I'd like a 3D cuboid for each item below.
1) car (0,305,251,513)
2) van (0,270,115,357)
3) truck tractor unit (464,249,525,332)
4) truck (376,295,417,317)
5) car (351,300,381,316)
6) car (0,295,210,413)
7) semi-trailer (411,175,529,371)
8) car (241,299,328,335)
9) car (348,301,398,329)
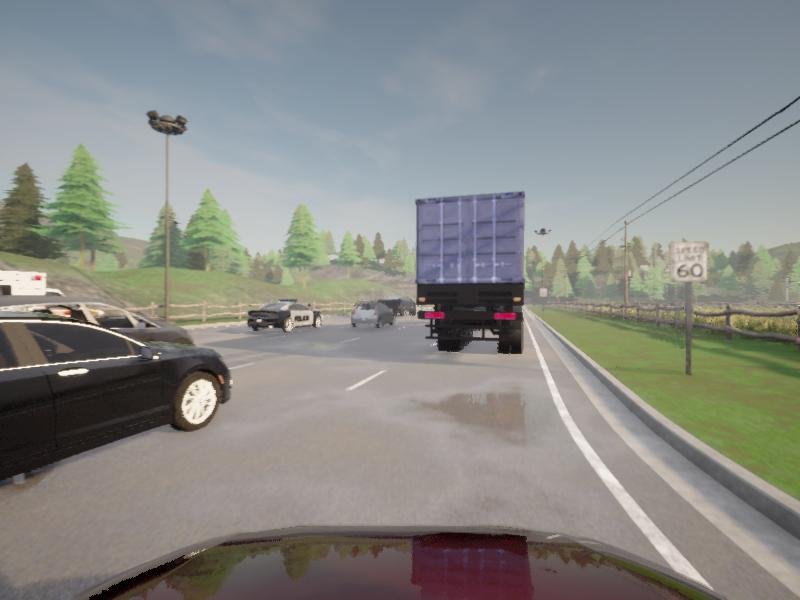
[{"bbox_3d":[-3.737,0.845,3.733,1.837,1.490,4.892,0,0,16],"label":"car"},{"bbox_3d":[-12.334,0.375,11.728,2.351,2.431,6.366,0,0,16],"label":"van"},{"bbox_3d":[5.788,-0.497,23.784,3.053,4.208,6.516,0,0,16],"label":"truck tractor unit"},{"bbox_3d":[-0.209,0.581,40.698,2.390,2.098,6.274,0,0,16],"label":"truck"},{"bbox_3d":[-3.471,0.823,42.004,1.851,1.617,3.988,0,0,16],"label":"car"},{"bbox_3d":[-6.245,0.757,7.630,2.242,1.667,4.611,0,0,17],"label":"car"},{"bbox_3d":[3.568,-0.600,16.184,2.717,4.402,14.254,0,0,16],"label":"semi-trailer"},{"bbox_3d":[-5.893,0.784,21.277,1.930,1.638,5.238,0,0,16],"label":"car"},{"bbox_3d":[-1.500,0.848,23.825,1.845,1.501,3.633,0,0,16],"label":"car"}]
